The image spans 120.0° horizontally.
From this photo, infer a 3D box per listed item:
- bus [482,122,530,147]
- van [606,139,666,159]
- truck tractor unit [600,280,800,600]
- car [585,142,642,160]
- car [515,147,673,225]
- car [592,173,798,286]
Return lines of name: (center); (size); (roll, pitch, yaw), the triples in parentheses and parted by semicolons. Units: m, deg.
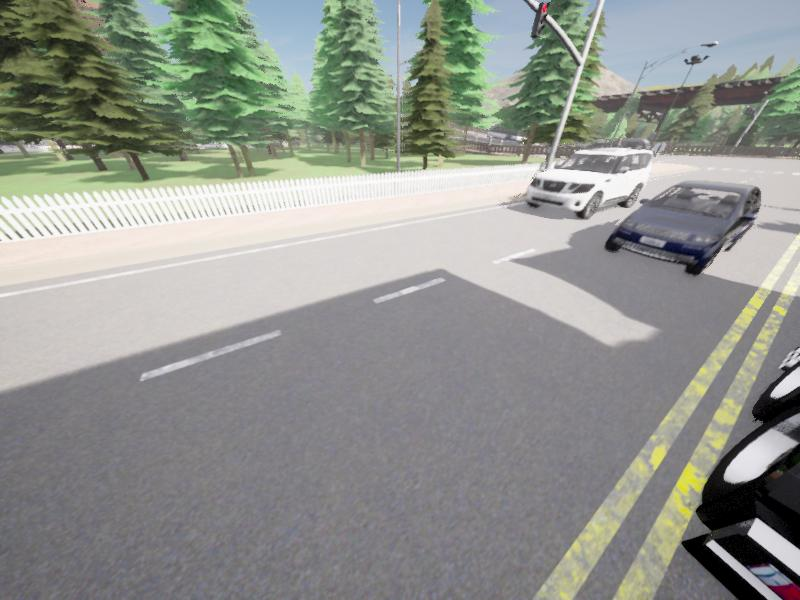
bus: (27.202, -43.128, 60.069); (3.944, 4.253, 10.273); (-20, 46, -26)
van: (37.811, -24.471, 37.279); (1.988, 2.561, 5.915); (-20, 40, -27)
truck tractor unit: (5.137, -0.274, 0.745); (6.516, 4.208, 3.053); (-17, 38, -23)
car: (31.704, -22.324, 34.578); (2.150, 2.045, 5.566); (-20, 40, -27)
car: (7.471, -4.656, 8.970); (5.566, 2.045, 2.150); (-19, 39, -25)
car: (6.779, -1.888, 5.415); (3.705, 1.549, 1.789); (-19, 39, -25)
